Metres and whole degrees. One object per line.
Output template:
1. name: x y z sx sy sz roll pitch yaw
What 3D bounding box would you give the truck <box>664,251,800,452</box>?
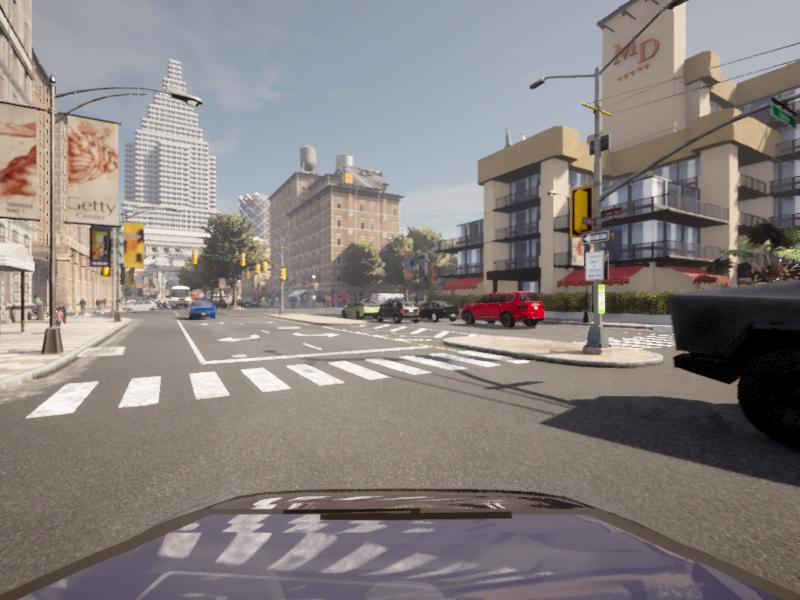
1. truck: 6.363 0.539 3.595 2.390 2.098 6.274 0 0 -43

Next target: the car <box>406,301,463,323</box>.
1. car: 2.529 0.834 30.407 1.837 1.490 4.892 0 0 -30

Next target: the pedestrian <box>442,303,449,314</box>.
1. pedestrian: 4.631 0.851 41.072 0.500 1.100 0.500 0 0 -31

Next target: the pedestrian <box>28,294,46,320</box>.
1. pedestrian: -26.708 0.485 29.437 0.751 1.860 0.751 0 0 -15

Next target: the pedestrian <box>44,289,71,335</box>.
1. pedestrian: -14.205 0.485 16.606 0.751 1.860 0.751 0 0 -32

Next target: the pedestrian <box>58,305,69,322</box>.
1. pedestrian: -21.751 0.864 25.858 0.500 1.100 0.500 0 0 -32

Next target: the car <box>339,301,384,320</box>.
1. car: -3.302 0.819 33.421 2.007 1.525 4.514 0 0 -30

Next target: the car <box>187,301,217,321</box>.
1. car: -16.449 0.818 33.097 1.882 1.535 5.008 0 0 -30

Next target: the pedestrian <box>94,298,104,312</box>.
1. pedestrian: -38.588 0.634 51.313 0.751 1.860 0.751 0 0 -3

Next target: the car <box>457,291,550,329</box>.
1. car: 6.107 0.555 24.348 2.150 2.045 5.566 0 0 -31

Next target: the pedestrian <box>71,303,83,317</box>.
1. pedestrian: -30.760 0.916 38.107 0.751 1.300 0.751 0 0 -28

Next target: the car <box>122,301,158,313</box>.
1. car: -32.503 0.823 50.111 3.633 1.501 1.845 0 0 -31

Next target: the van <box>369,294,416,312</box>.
1. van: -1.002 0.361 56.636 6.366 2.431 2.351 0 0 -31

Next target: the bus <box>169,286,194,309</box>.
1. bus: -43.563 -0.548 79.480 3.944 4.253 10.273 0 0 -30

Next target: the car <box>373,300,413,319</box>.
1. car: -0.675 0.777 35.866 1.851 1.617 3.988 0 0 -30

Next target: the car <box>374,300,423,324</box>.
1. car: -0.169 0.806 28.090 1.789 1.549 3.705 0 0 -30
